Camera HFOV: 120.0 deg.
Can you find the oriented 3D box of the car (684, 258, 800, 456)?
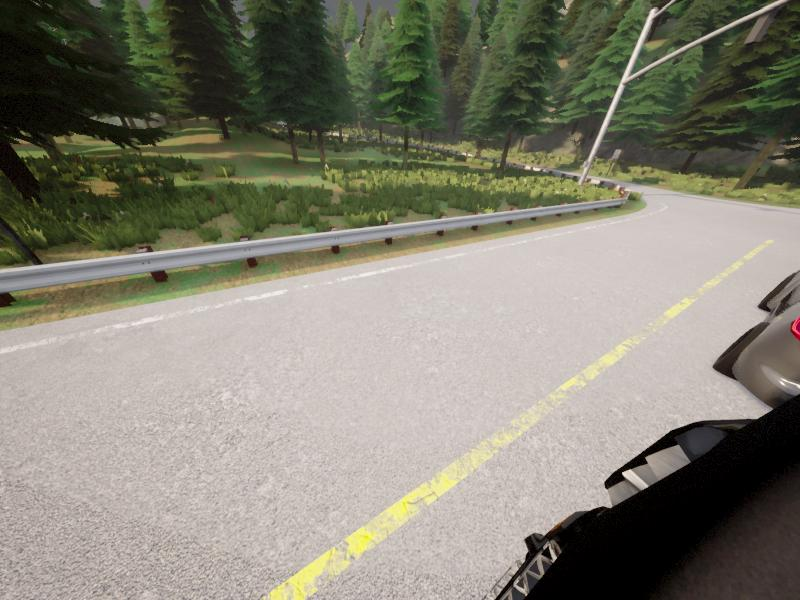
[{"bbox_3d":[5.833,0.330,2.380,4.611,1.667,2.242,-16,38,-26],"label":"car"}]
